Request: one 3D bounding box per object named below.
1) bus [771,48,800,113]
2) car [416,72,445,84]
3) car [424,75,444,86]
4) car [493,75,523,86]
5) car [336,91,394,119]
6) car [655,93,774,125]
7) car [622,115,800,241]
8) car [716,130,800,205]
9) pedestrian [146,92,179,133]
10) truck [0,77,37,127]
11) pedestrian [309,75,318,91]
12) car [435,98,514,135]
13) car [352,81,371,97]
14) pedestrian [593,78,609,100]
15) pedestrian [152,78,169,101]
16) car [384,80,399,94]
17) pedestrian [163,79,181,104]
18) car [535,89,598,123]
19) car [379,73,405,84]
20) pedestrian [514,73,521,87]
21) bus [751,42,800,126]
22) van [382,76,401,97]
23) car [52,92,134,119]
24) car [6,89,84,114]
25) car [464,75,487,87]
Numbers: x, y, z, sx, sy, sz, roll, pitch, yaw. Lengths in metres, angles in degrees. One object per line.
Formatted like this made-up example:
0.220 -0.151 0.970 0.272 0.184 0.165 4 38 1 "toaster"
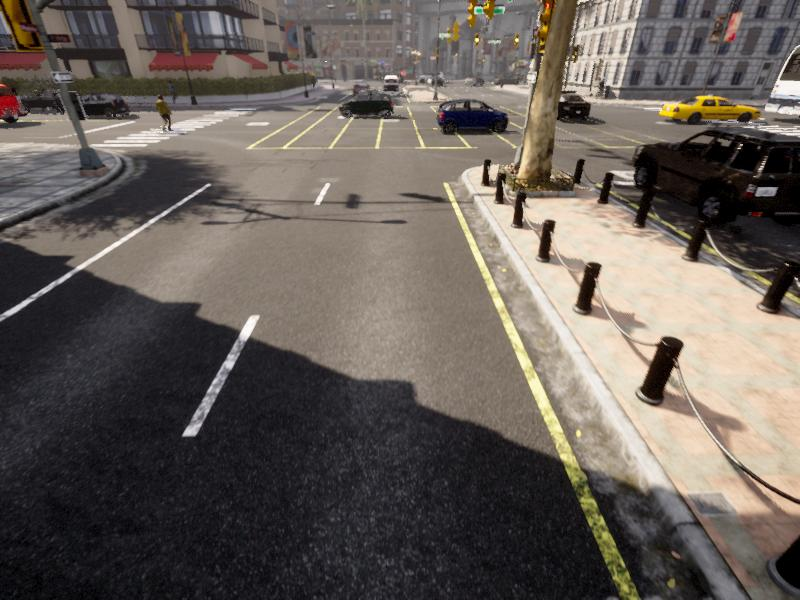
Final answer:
35.339 -16.352 29.798 10.273 4.253 3.944 0 30 -1 "bus"
6.148 -44.543 80.165 5.566 2.045 2.150 0 30 0 "car"
6.070 -39.285 71.618 2.038 1.542 4.974 -7 31 -12 "car"
19.929 -40.704 74.115 4.611 1.667 2.242 -5 31 -8 "car"
-2.259 -13.116 26.889 3.705 1.549 1.789 -1 30 -1 "car"
18.957 -11.631 24.350 5.366 1.575 1.801 1 30 2 "car"
7.644 -3.155 9.545 1.932 1.855 4.605 0 30 -1 "car"
11.128 -3.492 10.633 1.994 1.385 4.181 0 30 -1 "car"
-12.229 -9.699 20.683 0.751 1.860 0.751 2 30 4 "pedestrian"
-25.312 -11.517 23.222 5.204 2.467 2.627 -1 30 -1 "truck"
-11.641 -29.301 53.905 0.751 1.860 0.751 4 31 7 "pedestrian"
3.782 -9.638 20.955 3.705 1.549 1.789 -1 30 -1 "car"
-4.502 -24.739 46.875 1.812 1.442 4.674 0 30 -1 "car"
19.929 -20.923 39.615 0.751 1.860 0.751 -4 31 -7 "pedestrian"
-22.467 -19.757 37.572 0.751 1.860 0.751 -2 30 -4 "pedestrian"
-1.090 -27.719 51.975 1.812 1.442 4.674 0 30 -1 "car"
-19.681 -17.986 34.545 0.751 1.860 0.751 -4 31 -8 "pedestrian"
10.849 -12.968 26.566 1.930 1.638 5.238 0 30 -1 "car"
-1.601 -43.066 77.792 4.605 1.855 1.932 17 34 26 "car"
18.931 -35.494 64.533 0.751 1.860 0.751 0 30 1 "pedestrian"
28.462 -12.877 23.845 10.273 4.253 3.944 -1 30 -1 "bus"
-0.988 -24.712 46.241 2.069 2.038 4.480 0 30 -1 "van"
-20.234 -12.896 26.512 3.633 1.501 1.845 0 30 0 "car"
-26.049 -14.650 29.485 3.705 1.549 1.789 -1 30 -1 "car"
13.188 -38.370 70.030 2.152 1.651 5.027 17 34 27 "car"
